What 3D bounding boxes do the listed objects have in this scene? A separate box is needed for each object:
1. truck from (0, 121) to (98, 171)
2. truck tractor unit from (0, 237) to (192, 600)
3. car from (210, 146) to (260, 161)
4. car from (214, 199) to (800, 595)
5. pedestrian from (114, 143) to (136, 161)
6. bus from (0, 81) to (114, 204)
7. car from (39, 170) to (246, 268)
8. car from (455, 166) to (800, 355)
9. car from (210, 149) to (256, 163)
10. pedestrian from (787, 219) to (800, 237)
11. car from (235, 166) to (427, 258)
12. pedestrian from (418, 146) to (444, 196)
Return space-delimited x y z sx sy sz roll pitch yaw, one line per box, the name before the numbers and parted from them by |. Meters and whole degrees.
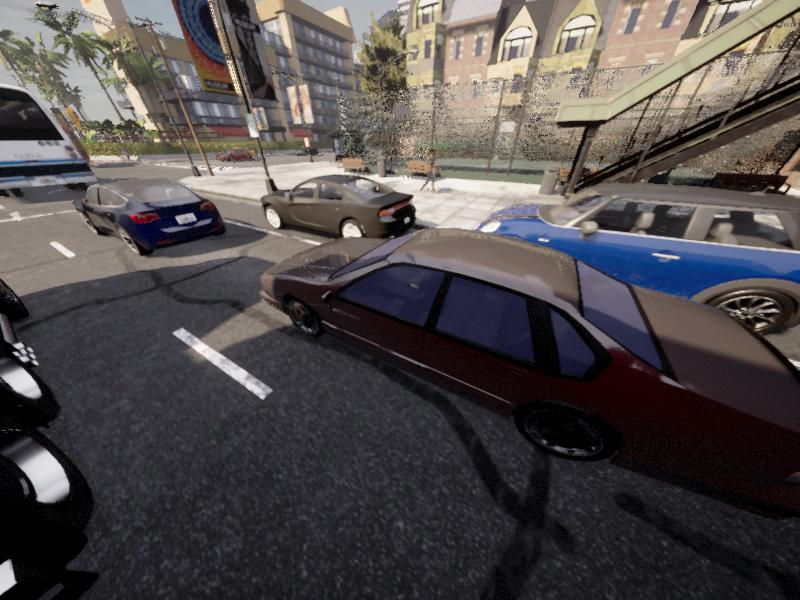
truck | -37.097 -14.984 22.497 8.468 3.827 2.891 -6 36 -8
truck tractor unit | -5.062 -0.348 0.841 6.516 4.208 3.053 20 40 26
car | -23.209 -20.796 32.723 1.801 1.575 5.366 18 39 24
car | 0.579 -0.032 2.831 5.357 1.411 2.033 18 39 24
pedestrian | -34.295 -18.402 28.806 0.751 1.860 0.751 6 35 9
bus | -21.035 -8.102 12.094 10.273 4.253 3.944 17 39 25
car | -7.040 -2.525 6.399 4.792 1.488 2.163 18 39 24
car | 3.662 -1.195 4.137 4.553 1.767 2.185 18 39 24
car | -21.319 -18.574 29.696 1.994 1.385 4.181 18 39 24
pedestrian | 10.716 -2.334 5.350 0.751 1.860 0.751 16 38 22
car | -1.985 -2.823 6.742 5.008 1.535 2.097 18 39 24
pedestrian | 1.374 -5.805 10.413 0.751 1.860 0.751 19 39 25
